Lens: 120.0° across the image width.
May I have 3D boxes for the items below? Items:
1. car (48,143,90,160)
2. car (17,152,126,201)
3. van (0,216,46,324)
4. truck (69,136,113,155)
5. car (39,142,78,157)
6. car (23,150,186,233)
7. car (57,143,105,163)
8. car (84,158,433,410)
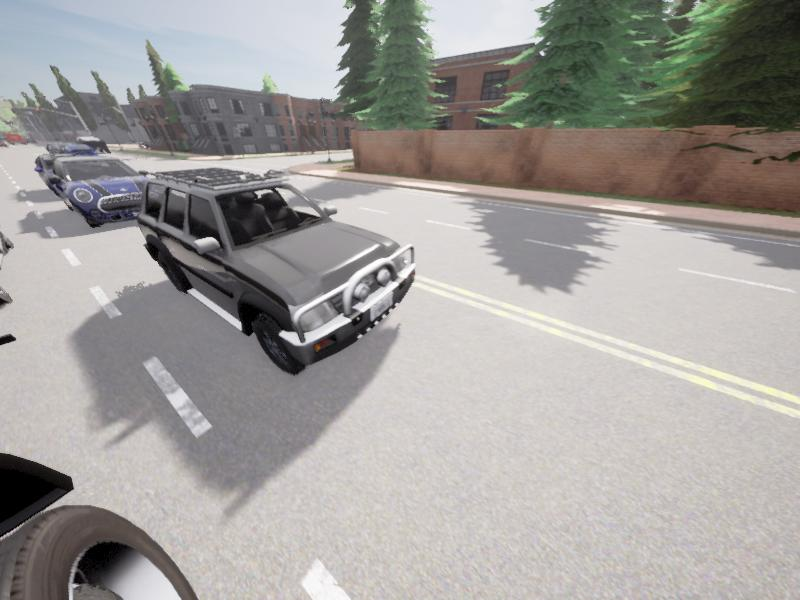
[{"bbox_3d":[-39.150,-17.653,27.292,4.892,1.490,1.837,21,40,27],"label":"car"},{"bbox_3d":[-15.436,-5.947,10.875,4.514,1.525,2.007,21,40,27],"label":"car"},{"bbox_3d":[-8.908,-1.321,3.600,6.366,2.431,2.351,22,40,27],"label":"van"},{"bbox_3d":[-45.451,-22.805,34.008,6.274,2.098,2.390,21,40,27],"label":"truck"},{"bbox_3d":[-45.486,-20.095,30.789,5.357,1.411,2.033,21,40,27],"label":"car"},{"bbox_3d":[-9.773,-3.839,7.699,4.553,1.767,2.097,21,40,27],"label":"car"},{"bbox_3d":[-33.248,-15.361,24.054,5.008,1.535,1.882,21,40,27],"label":"car"},{"bbox_3d":[-2.089,-0.867,3.473,4.605,1.855,1.932,22,41,27],"label":"car"}]
